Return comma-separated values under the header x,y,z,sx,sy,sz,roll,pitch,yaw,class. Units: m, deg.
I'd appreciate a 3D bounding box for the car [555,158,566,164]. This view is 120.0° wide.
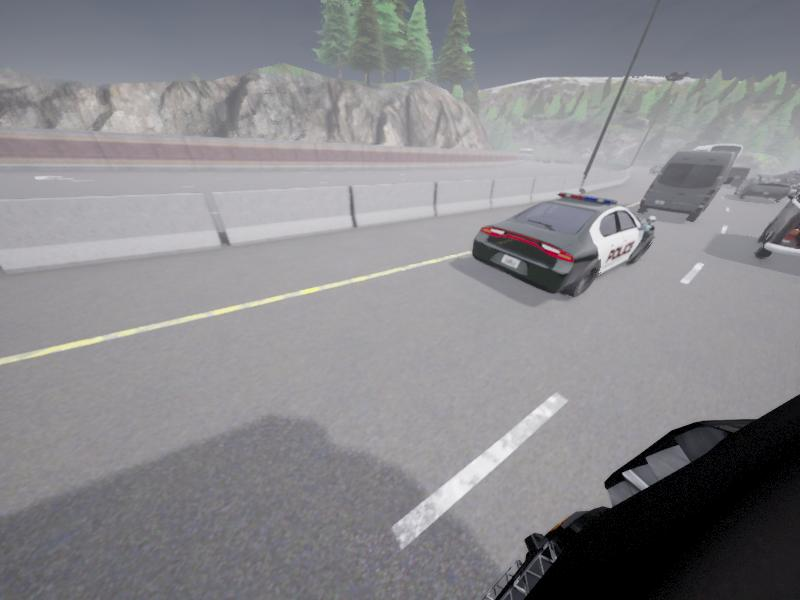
x,y,z,sx,sy,sz,roll,pitch,yaw,class
48.633,-42.033,69.890,1.789,1.549,3.705,14,35,17,car

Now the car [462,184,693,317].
x,y,z,sx,sy,sz,roll,pitch,yaw,class
4.050,-1.545,5.237,4.974,1.542,2.038,-18,39,-28,car

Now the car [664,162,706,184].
x,y,z,sx,sy,sz,roll,pitch,yaw,class
35.672,-16.146,29.164,2.150,2.045,5.566,27,41,32,car

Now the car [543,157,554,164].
x,y,z,sx,sy,sz,roll,pitch,yaw,class
45.281,-42.655,70.710,2.007,1.525,4.514,14,35,17,car

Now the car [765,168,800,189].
x,y,z,sx,sy,sz,roll,pitch,yaw,class
48.084,-14.925,28.308,1.932,1.855,4.605,25,39,30,car

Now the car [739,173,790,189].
x,y,z,sx,sy,sz,roll,pitch,yaw,class
42.269,-13.961,26.972,1.895,1.301,4.718,26,40,32,car

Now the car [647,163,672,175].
x,y,z,sx,sy,sz,roll,pitch,yaw,class
46.617,-23.582,41.632,1.851,1.617,3.988,22,38,27,car

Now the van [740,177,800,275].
x,y,z,sx,sy,sz,roll,pitch,yaw,class
11.629,-2.080,6.106,4.480,2.038,2.069,-20,40,-30,van

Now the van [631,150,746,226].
x,y,z,sx,sy,sz,roll,pitch,yaw,class
13.764,-5.484,10.978,5.915,2.561,1.988,-21,40,-32,van

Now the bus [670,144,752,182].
x,y,z,sx,sy,sz,roll,pitch,yaw,class
45.608,-20.608,34.627,3.944,4.253,10.273,24,39,29,bus

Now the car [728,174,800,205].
x,y,z,sx,sy,sz,roll,pitch,yaw,class
26.760,-8.294,17.084,4.902,1.511,2.128,-26,43,-36,car

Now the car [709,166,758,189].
x,y,z,sx,sy,sz,roll,pitch,yaw,class
35.983,-13.357,25.079,1.905,1.878,3.866,28,41,33,car

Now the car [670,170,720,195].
x,y,z,sx,sy,sz,roll,pitch,yaw,class
25.229,-10.195,19.859,4.514,1.525,2.007,-26,43,-36,car

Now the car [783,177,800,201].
x,y,z,sx,sy,sz,roll,pitch,yaw,class
32.748,-8.621,18.027,1.816,1.474,4.193,30,42,35,car

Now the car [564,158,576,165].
x,y,z,sx,sy,sz,roll,pitch,yaw,class
53.792,-43.947,73.234,1.816,1.474,4.193,13,35,16,car
